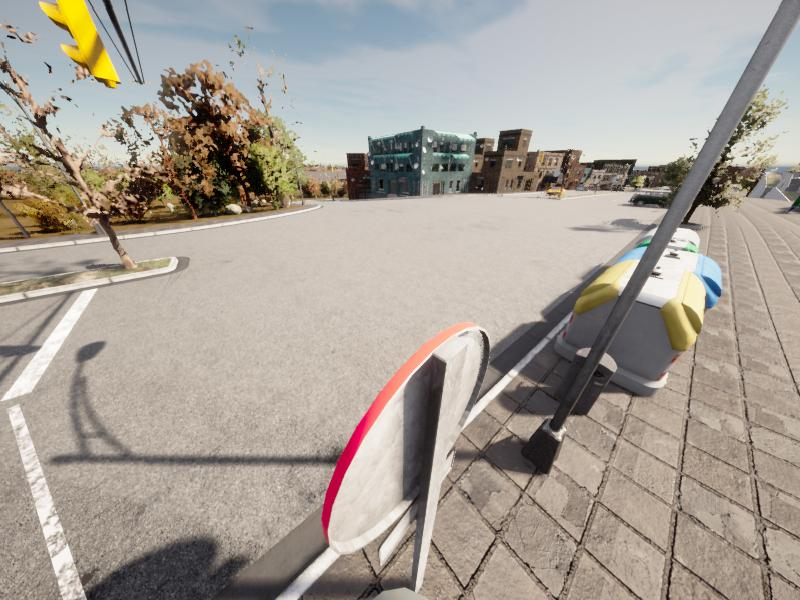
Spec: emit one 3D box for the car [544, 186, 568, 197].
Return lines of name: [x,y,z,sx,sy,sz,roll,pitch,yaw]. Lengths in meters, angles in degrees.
car: [29.041,-20.185,42.977,5.008,1.535,1.882,-21,36,-35]

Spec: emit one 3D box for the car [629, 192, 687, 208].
car: [34.472,-13.468,31.109,4.674,1.452,2.002,17,32,25]

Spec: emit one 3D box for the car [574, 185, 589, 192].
car: [47.359,-29.000,60.184,3.633,1.501,1.845,-20,36,-35]

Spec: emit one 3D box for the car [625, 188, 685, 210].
car: [32.099,-12.864,29.311,4.442,1.987,1.878,17,33,25]

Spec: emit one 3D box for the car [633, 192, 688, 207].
car: [36.754,-14.328,32.812,4.674,1.452,2.002,17,33,25]
